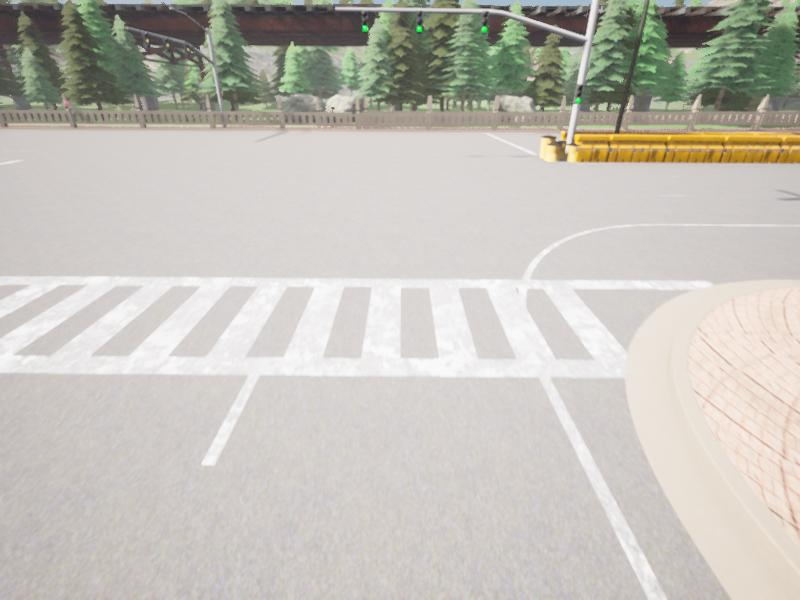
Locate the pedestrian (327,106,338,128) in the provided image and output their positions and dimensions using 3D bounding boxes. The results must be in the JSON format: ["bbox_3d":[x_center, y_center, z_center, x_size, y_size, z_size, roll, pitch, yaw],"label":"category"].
[{"bbox_3d":[-6.325,-17.290,37.720,0.751,1.860,0.751,1,27,1],"label":"pedestrian"}]
